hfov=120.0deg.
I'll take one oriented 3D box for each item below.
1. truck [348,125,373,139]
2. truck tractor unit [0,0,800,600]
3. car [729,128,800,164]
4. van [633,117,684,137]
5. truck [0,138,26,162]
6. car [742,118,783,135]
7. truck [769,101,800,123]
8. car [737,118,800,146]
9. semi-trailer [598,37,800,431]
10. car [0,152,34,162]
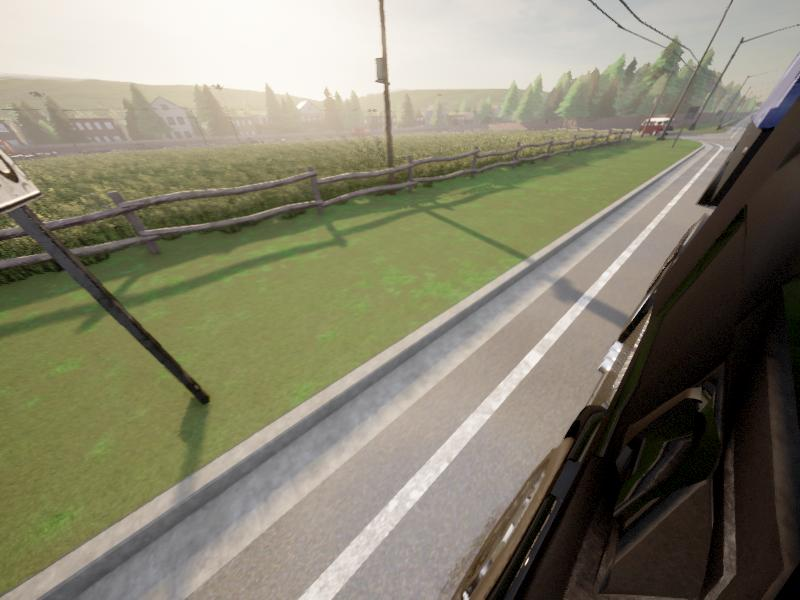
[{"bbox_3d":[-14.579,-63.031,86.687,8.468,3.827,2.891,-28,43,-30],"label":"truck"},{"bbox_3d":[2.645,-0.295,0.351,6.516,4.208,3.053,-28,44,-30],"label":"truck tractor unit"},{"bbox_3d":[20.819,-8.817,13.104,4.181,1.385,1.994,-29,44,-31],"label":"car"},{"bbox_3d":[36.053,-24.282,32.471,2.069,2.038,4.480,1,37,6],"label":"van"},{"bbox_3d":[-83.484,-29.549,45.872,8.468,3.827,2.891,-28,43,-30],"label":"truck"},{"bbox_3d":[44.886,-21.547,28.667,4.792,1.488,2.163,-28,43,-30],"label":"car"},{"bbox_3d":[88.893,-43.121,53.010,8.468,3.827,2.891,-28,43,-30],"label":"truck"},{"bbox_3d":[30.869,-14.179,19.492,5.027,1.651,2.152,-28,43,-30],"label":"car"},{"bbox_3d":[8.697,-3.590,4.251,14.254,4.402,2.717,-28,43,-30],"label":"semi-trailer"},{"bbox_3d":[-77.893,-28.808,46.482,4.193,1.474,1.816,-28,43,-30],"label":"car"}]
